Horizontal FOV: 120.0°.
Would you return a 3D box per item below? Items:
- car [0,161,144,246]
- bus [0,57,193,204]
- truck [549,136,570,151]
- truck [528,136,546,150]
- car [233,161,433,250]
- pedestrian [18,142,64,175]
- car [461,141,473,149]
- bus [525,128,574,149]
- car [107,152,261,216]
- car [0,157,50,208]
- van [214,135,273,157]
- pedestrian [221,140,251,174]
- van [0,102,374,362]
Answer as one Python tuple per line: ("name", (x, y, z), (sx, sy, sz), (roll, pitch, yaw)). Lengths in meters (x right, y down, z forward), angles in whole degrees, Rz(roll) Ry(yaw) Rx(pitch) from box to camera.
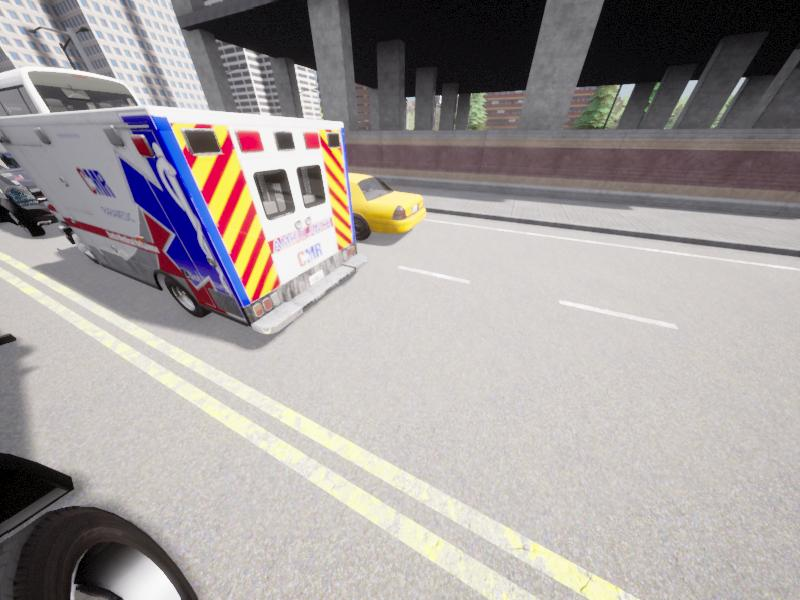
("car", (-10.796, -3.113, 6.947), (4.902, 1.511, 2.128), (15, 38, 20))
("bus", (-16.457, -7.906, 11.331), (10.273, 4.253, 3.944), (15, 38, 20))
("truck", (33.419, -32.935, 48.485), (2.615, 2.467, 5.204), (15, 38, 20))
("truck", (29.511, -33.996, 49.962), (2.615, 2.467, 5.204), (15, 38, 20))
("car", (-1.939, -2.976, 6.754), (5.366, 1.575, 1.801), (15, 38, 20))
("pedestrian", (-24.573, -9.698, 15.852), (0.751, 1.860, 0.751), (15, 38, 20))
("car", (15.724, -36.321, 54.007), (1.816, 1.474, 4.193), (15, 38, 20))
("bus", (40.071, -43.748, 62.603), (10.273, 4.253, 3.944), (15, 38, 20))
("car", (-8.365, -4.745, 9.142), (4.611, 1.667, 2.242), (15, 38, 20))
("car", (-16.630, -4.704, 9.127), (3.705, 1.549, 1.789), (15, 38, 20))
("van", (-21.784, -21.872, 32.702), (2.351, 2.431, 6.366), (15, 38, 20))
("pedestrian", (-10.965, -9.578, 15.512), (0.751, 1.860, 0.751), (15, 38, 20))
("van", (-3.892, -1.629, 4.093), (6.366, 2.431, 2.351), (15, 38, 20))
